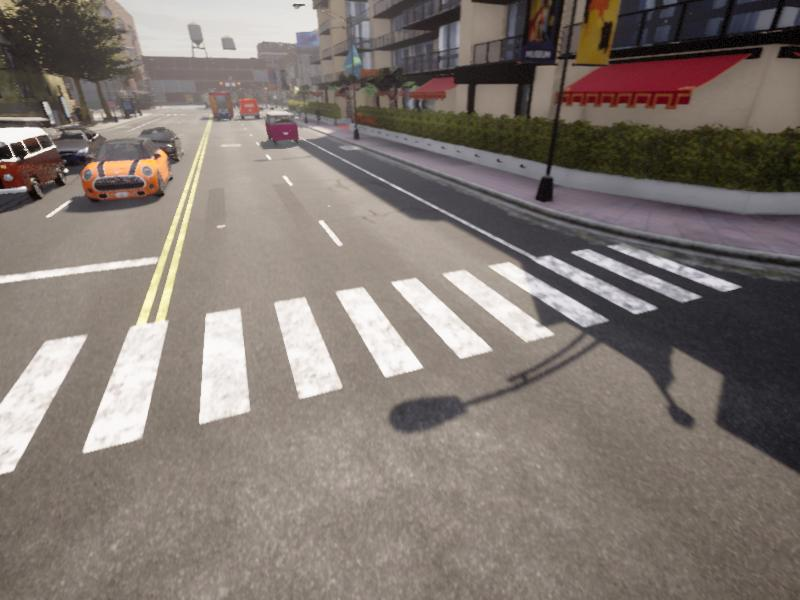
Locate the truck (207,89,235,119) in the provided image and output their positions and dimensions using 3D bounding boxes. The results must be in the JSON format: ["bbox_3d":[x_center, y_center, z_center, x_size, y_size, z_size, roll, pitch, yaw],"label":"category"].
[{"bbox_3d":[-26.811,-29.464,59.979,2.891,3.827,8.468,-11,29,-19],"label":"truck"}]

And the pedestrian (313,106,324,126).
[{"bbox_3d":[-8.346,-18.782,40.806,0.751,1.860,0.751,-12,29,-21],"label":"pedestrian"}]

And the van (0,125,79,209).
[{"bbox_3d":[-12.962,-4.554,13.365,2.069,2.038,4.480,-11,29,-20],"label":"van"}]

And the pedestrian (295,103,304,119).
[{"bbox_3d":[-13.115,-24.586,52.138,0.751,1.860,0.751,-14,30,-25],"label":"pedestrian"}]

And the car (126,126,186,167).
[{"bbox_3d":[-12.558,-8.122,20.900,1.837,1.490,4.892,-11,29,-19],"label":"car"}]

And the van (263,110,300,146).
[{"bbox_3d":[-8.459,-12.254,28.359,1.775,1.987,4.442,-11,29,-19],"label":"van"}]

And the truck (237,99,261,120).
[{"bbox_3d":[-21.684,-27.355,57.306,2.627,2.467,5.204,-11,29,-19],"label":"truck"}]

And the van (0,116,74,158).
[{"bbox_3d":[-21.589,-9.317,22.766,4.442,1.987,1.775,6,28,11],"label":"van"}]

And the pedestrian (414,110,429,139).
[{"bbox_3d":[1.529,-12.680,28.849,0.751,1.860,0.751,-11,29,-20],"label":"pedestrian"}]

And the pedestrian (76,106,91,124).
[{"bbox_3d":[-36.156,-21.189,45.740,0.751,1.860,0.751,-12,30,-22],"label":"pedestrian"}]

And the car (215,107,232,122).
[{"bbox_3d":[-23.463,-24.683,53.142,1.789,1.549,3.705,-11,29,-19],"label":"car"}]

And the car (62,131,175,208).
[{"bbox_3d":[-9.416,-4.719,13.923,2.097,1.767,4.553,-11,29,-19],"label":"car"}]

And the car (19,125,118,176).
[{"bbox_3d":[-15.566,-7.304,19.195,2.152,1.651,5.027,-11,29,-19],"label":"car"}]
